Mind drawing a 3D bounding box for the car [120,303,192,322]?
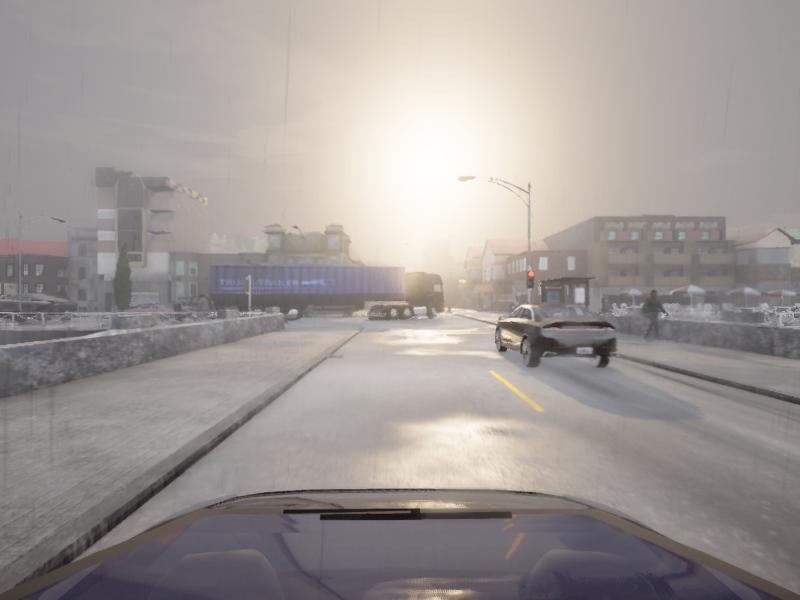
[{"bbox_3d":[-18.139,0.922,29.875,4.181,1.385,1.994,0,0,0],"label":"car"}]

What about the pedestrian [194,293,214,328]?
[{"bbox_3d":[-10.695,0.559,21.841,0.751,1.860,0.751,0,0,3],"label":"pedestrian"}]

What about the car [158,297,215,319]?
[{"bbox_3d":[-18.016,0.664,33.888,3.866,1.878,1.905,0,0,0],"label":"car"}]

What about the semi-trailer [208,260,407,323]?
[{"bbox_3d":[-6.756,-0.603,30.832,14.254,4.402,2.717,0,0,-12],"label":"semi-trailer"}]

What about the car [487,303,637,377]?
[{"bbox_3d":[3.905,0.842,10.792,2.128,1.511,4.902,0,0,1],"label":"car"}]

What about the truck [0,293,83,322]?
[{"bbox_3d":[-27.801,0.559,29.878,6.274,2.098,2.390,0,0,0],"label":"truck"}]

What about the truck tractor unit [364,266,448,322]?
[{"bbox_3d":[0.589,-0.481,33.315,6.516,4.208,3.053,0,0,-40],"label":"truck tractor unit"}]

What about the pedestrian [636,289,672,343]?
[{"bbox_3d":[8.890,0.541,14.035,0.751,1.860,0.751,0,0,-7],"label":"pedestrian"}]
